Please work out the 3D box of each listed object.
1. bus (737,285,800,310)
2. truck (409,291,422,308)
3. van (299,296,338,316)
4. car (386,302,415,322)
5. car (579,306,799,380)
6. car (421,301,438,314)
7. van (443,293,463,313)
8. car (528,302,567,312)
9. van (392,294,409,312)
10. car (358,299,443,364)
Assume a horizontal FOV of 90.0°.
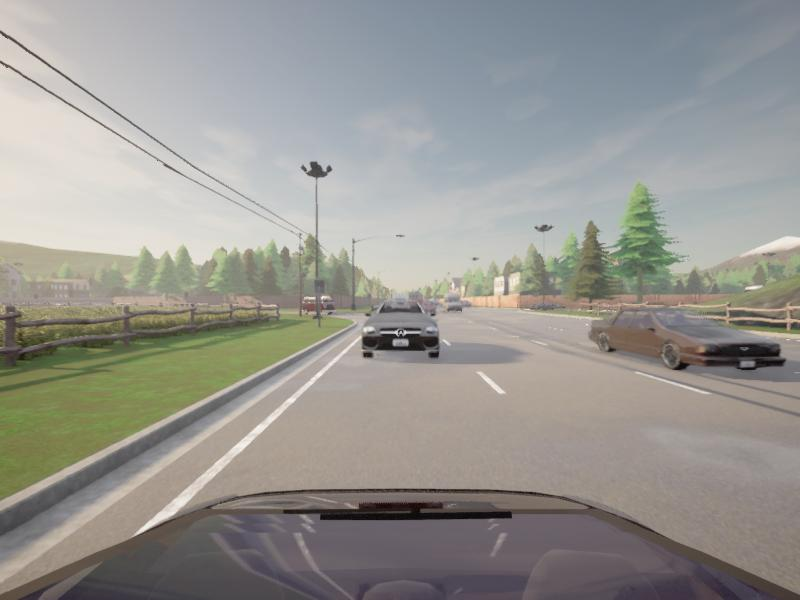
[{"bbox_3d":[65.624,-0.416,71.157,3.944,4.253,10.273,0,0,9],"label":"bus"},{"bbox_3d":[3.589,-0.163,94.333,2.891,3.827,8.468,0,0,0],"label":"truck"},{"bbox_3d":[-9.004,0.651,44.099,2.069,2.038,4.480,0,-1,-44],"label":"van"},{"bbox_3d":[0.035,0.908,32.702,2.163,1.488,4.792,0,0,0],"label":"car"},{"bbox_3d":[7.013,0.915,10.728,2.033,1.411,5.357,0,0,0],"label":"car"},{"bbox_3d":[3.551,0.913,49.246,1.845,1.501,3.633,0,0,0],"label":"car"},{"bbox_3d":[7.052,0.415,53.740,1.988,2.561,5.915,0,0,0],"label":"van"},{"bbox_3d":[22.725,1.001,61.840,2.033,1.411,5.357,0,0,-41],"label":"car"},{"bbox_3d":[0.057,0.476,57.201,2.351,2.431,6.366,0,0,0],"label":"van"},{"bbox_3d":[0.017,0.803,12.723,2.152,1.651,5.027,0,0,0],"label":"car"}]
